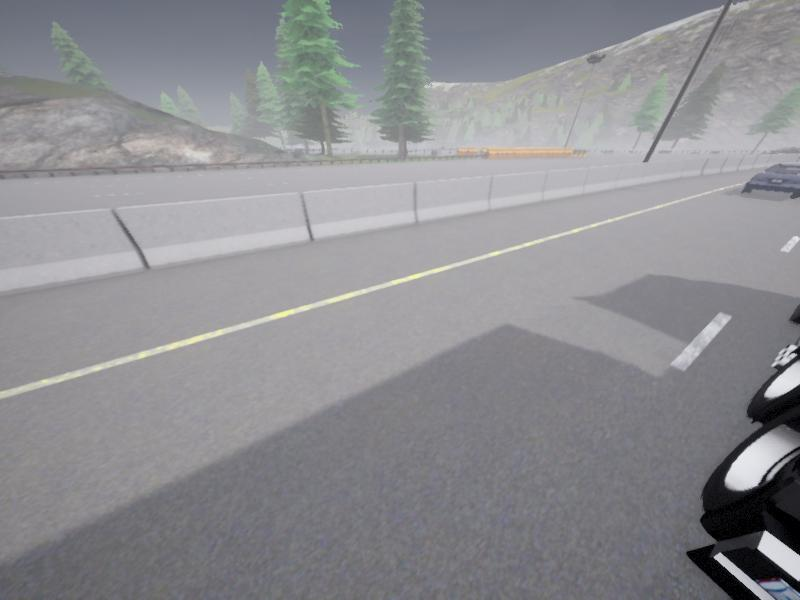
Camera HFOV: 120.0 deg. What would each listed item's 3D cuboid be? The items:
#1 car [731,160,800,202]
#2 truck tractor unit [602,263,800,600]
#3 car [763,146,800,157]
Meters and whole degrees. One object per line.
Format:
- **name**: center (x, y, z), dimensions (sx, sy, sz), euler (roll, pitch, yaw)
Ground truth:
- **car**: center (20.156, -6.331, 12.028), dimensions (5.357, 1.411, 2.033), euler (-17, 39, -24)
- **truck tractor unit**: center (5.107, -0.306, 0.785), dimensions (6.516, 4.208, 3.053), euler (-18, 39, -24)
- **car**: center (67.998, -26.102, 40.675), dimensions (5.008, 1.535, 1.882), euler (-5, 35, -8)
